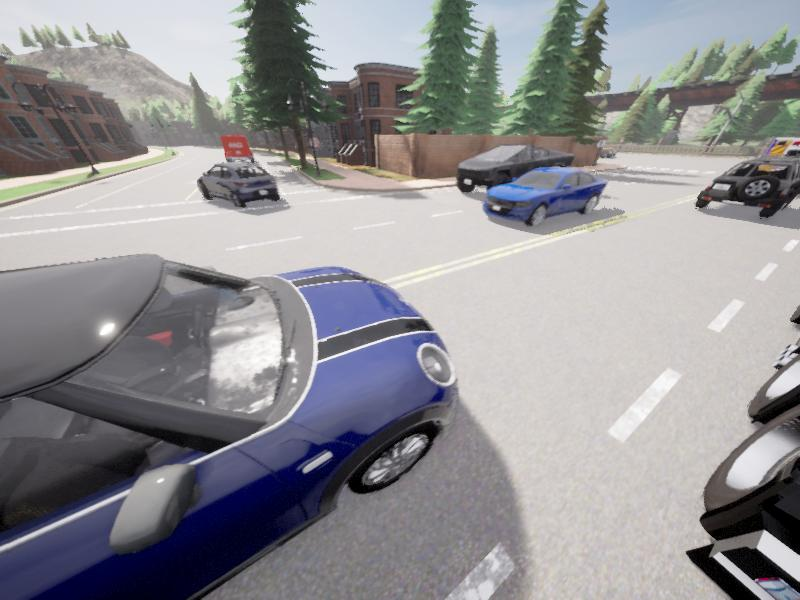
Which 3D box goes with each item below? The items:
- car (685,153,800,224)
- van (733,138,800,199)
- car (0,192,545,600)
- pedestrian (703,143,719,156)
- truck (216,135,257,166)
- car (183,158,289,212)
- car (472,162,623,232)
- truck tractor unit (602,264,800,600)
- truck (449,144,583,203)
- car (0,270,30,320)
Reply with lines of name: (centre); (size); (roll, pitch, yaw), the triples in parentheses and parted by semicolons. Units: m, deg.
car: (13.779, -4.468, 8.886); (4.605, 1.855, 1.932); (-18, 39, -24)
van: (21.607, -7.241, 12.451); (6.366, 2.431, 2.351); (-18, 39, -24)
car: (-1.739, 0.620, 1.522); (4.553, 1.767, 2.097); (-18, 39, -24)
pedestrian: (54.553, -26.456, 40.508); (0.751, 1.860, 0.751); (-17, 38, -23)
truck: (-17.198, -15.984, 24.599); (2.627, 2.467, 5.204); (-17, 38, -23)
car: (-7.077, -5.109, 9.968); (4.193, 1.474, 1.816); (22, 41, 27)
car: (5.247, -3.858, 8.238); (5.008, 1.535, 1.882); (-18, 39, -24)
truck tractor unit: (5.106, -0.306, 0.779); (6.516, 4.208, 3.053); (-18, 39, -24)
truck: (5.802, -6.577, 11.658); (6.274, 2.098, 2.390); (-18, 39, -24)
car: (-8.065, 0.495, 1.914); (4.892, 1.490, 1.837); (-18, 39, -24)
